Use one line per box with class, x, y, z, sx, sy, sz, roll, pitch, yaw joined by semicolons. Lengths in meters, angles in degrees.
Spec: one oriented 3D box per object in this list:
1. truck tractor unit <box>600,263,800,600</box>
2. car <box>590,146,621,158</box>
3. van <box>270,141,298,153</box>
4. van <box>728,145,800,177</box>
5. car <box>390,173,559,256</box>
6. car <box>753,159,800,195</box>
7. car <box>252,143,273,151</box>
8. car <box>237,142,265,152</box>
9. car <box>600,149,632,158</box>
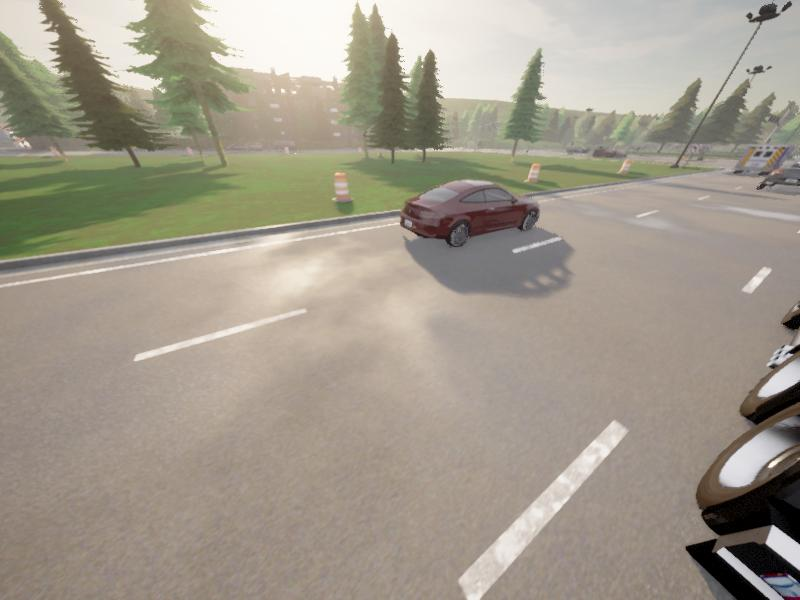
truck tractor unit;5.148;-0.250;0.805;6.516;4.208;3.053;-17;40;-25
car;40.893;-29.472;46.045;1.905;1.878;3.866;-17;38;-24
van;-23.140;-30.670;46.298;4.442;1.987;1.775;-17;39;-25
van;36.261;-13.946;22.970;6.366;2.431;2.351;-18;39;-25
car;2.205;-2.764;6.887;4.674;1.442;1.812;-17;39;-25
car;25.403;-7.889;14.666;5.027;1.651;2.152;-18;39;-25
car;-31.240;-34.822;52.505;3.705;1.549;1.789;-17;39;-24
car;-31.604;-32.460;48.984;4.611;1.667;2.242;-17;39;-25
car;44.119;-30.020;47.370;1.994;1.385;4.181;-17;38;-24
